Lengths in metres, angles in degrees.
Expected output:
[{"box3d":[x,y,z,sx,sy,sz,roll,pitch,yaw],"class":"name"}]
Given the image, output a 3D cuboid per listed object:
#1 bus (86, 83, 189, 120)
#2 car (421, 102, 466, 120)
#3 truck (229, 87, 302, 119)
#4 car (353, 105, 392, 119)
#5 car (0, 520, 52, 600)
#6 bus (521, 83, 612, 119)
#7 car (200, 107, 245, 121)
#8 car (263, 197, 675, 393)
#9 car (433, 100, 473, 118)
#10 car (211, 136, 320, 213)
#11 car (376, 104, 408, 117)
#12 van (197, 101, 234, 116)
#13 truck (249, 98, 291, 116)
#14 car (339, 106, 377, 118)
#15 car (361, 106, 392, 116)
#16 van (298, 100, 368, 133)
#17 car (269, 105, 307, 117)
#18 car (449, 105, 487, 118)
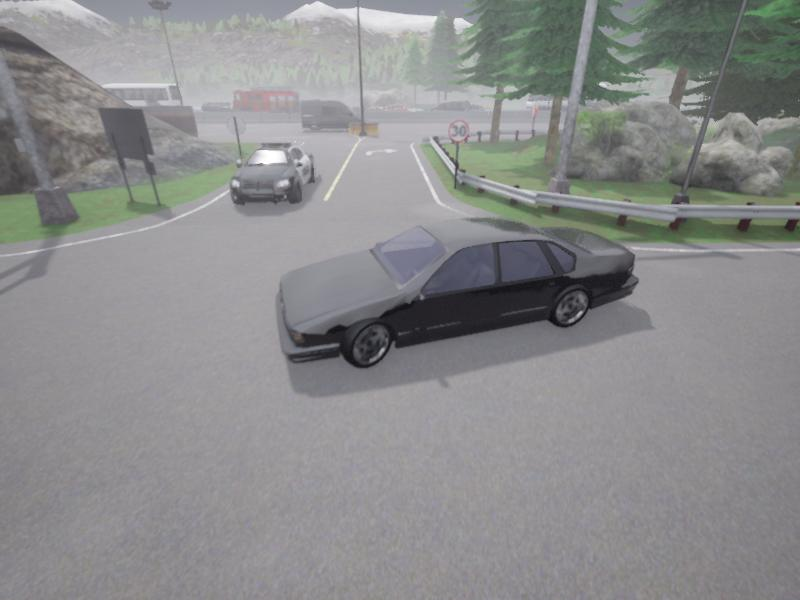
[{"box3d":[-35.092,-26.776,53.956,10.273,4.253,3.944,-1,27,-1],"class":"bus"},{"box3d":[5.662,-24.779,52.436,5.566,2.045,2.150,-1,27,-1],"class":"car"},{"box3d":[-18.162,-26.867,54.571,8.468,3.827,2.891,-1,27,-1],"class":"truck"},{"box3d":[-3.752,-26.061,55.427,5.366,1.575,1.801,-1,27,-1],"class":"car"},{"box3d":[-3.355,2.387,0.215,2.242,1.667,4.611,6,26,12],"class":"car"},{"box3d":[22.739,-27.544,55.335,10.273,4.253,3.944,-1,27,-1],"class":"bus"},{"box3d":[-22.972,-24.152,51.882,4.892,1.490,1.837,0,27,-2],"class":"car"},{"box3d":[0.912,-0.393,5.922,5.357,1.411,2.033,-9,29,-16],"class":"car"},{"box3d":[7.668,-28.045,58.693,5.566,2.045,2.150,-2,27,-1],"class":"car"},{"box3d":[-4.078,-4.315,13.170,2.038,1.542,4.974,-1,28,-2],"class":"car"},{"box3d":[-1.140,-27.761,58.569,4.611,1.667,2.242,-2,27,-1],"class":"car"},{"box3d":[-28.053,-29.144,60.969,4.442,1.987,1.775,-1,27,-1],"class":"van"},{"box3d":[-19.733,-29.471,61.056,5.204,2.467,2.627,-1,27,-1],"class":"truck"},{"box3d":[-6.029,-27.561,58.524,5.357,1.411,2.033,-1,27,-1],"class":"car"},{"box3d":[-3.603,-29.168,61.709,4.718,1.301,1.895,-1,27,-1],"class":"car"},{"box3d":[-6.011,-16.773,36.504,5.915,2.561,1.988,-1,27,-1],"class":"van"},{"box3d":[-16.228,-27.478,58.253,4.902,1.511,2.128,-1,27,-1],"class":"car"},{"box3d":[9.426,-26.257,55.730,4.856,1.649,2.033,-1,27,-1],"class":"car"}]
